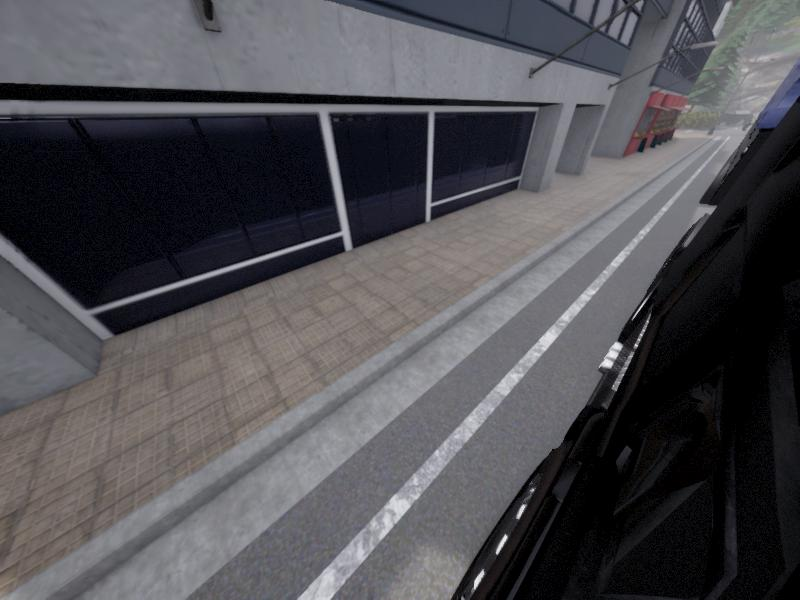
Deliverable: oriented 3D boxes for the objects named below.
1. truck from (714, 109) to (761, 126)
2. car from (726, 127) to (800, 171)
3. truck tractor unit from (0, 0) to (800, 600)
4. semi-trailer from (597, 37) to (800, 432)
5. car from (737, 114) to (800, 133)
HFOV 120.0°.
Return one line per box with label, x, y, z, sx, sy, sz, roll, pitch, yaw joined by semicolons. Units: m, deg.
truck;58.812;-31.947;40.471;2.390;2.098;6.274;18;42;26
car;17.910;-7.363;11.115;4.181;1.385;1.994;-28;44;-30
truck tractor unit;2.645;-0.295;0.351;6.516;4.208;3.053;-28;44;-30
semi-trailer;8.716;-3.606;4.192;14.254;4.402;2.717;-28;44;-29
car;40.862;-19.203;25.167;1.837;1.490;4.892;6;38;9
